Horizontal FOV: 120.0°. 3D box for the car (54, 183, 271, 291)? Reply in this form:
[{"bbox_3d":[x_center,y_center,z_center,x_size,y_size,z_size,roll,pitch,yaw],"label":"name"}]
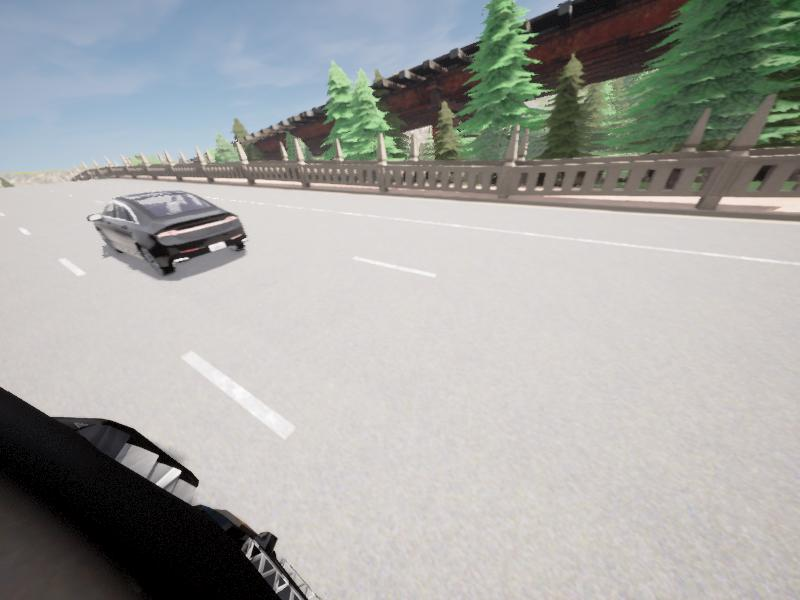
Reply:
[{"bbox_3d":[-6.052,-1.948,5.937,4.902,1.511,2.128,16,38,26],"label":"car"}]
